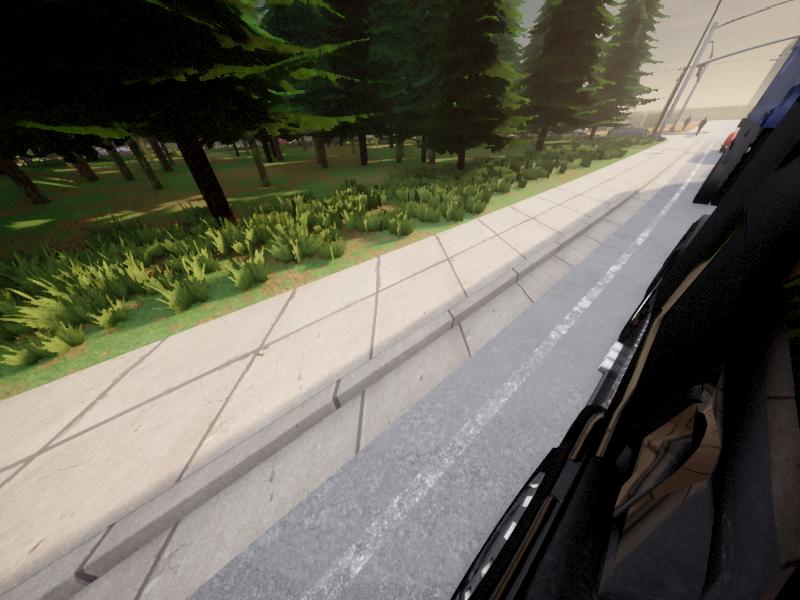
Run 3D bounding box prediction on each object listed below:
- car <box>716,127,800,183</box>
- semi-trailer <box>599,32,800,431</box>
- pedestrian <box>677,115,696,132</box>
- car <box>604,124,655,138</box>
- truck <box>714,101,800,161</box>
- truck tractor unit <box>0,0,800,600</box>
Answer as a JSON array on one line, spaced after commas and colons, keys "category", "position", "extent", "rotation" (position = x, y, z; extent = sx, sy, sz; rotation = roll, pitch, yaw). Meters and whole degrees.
[{"category": "car", "position": [15.883, -6.351, 9.891], "extent": [4.902, 1.511, 2.128], "rotation": [-29, 44, -30]}, {"category": "semi-trailer", "position": [8.644, -3.642, 4.278], "extent": [14.254, 4.402, 2.717], "rotation": [-29, 44, -30]}, {"category": "pedestrian", "position": [40.190, -24.768, 32.389], "extent": [0.751, 1.860, 0.751], "rotation": [17, 41, 24]}, {"category": "car", "position": [29.390, -21.738, 29.759], "extent": [1.994, 1.385, 4.181], "rotation": [-29, 44, -30]}, {"category": "truck", "position": [21.377, -9.913, 13.485], "extent": [5.204, 2.467, 2.627], "rotation": [-30, 44, -31]}, {"category": "truck tractor unit", "position": [2.645, -0.295, 0.351], "extent": [6.516, 4.208, 3.053], "rotation": [-28, 44, -30]}]
